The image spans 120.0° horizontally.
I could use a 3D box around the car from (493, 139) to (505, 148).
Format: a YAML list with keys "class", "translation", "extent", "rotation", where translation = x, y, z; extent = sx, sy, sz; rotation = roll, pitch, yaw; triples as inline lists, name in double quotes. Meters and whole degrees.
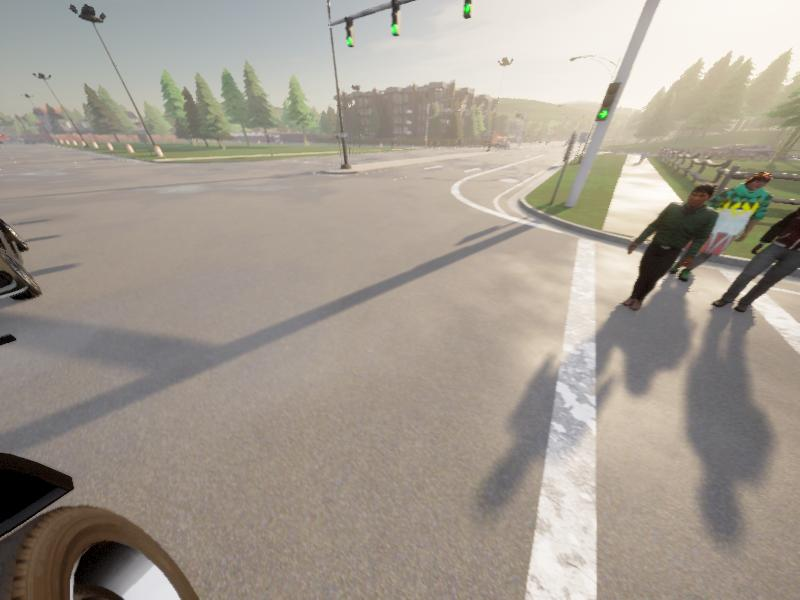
- class: "car"
  translation: [28.304, -44.638, 65.848]
  extent: [1.905, 1.878, 3.866]
  rotation: [22, 41, 28]

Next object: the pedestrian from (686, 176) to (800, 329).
- class: "pedestrian"
  translation: [5.295, -0.624, 3.180]
  extent: [0.751, 1.860, 0.751]
  rotation: [-14, 38, -20]

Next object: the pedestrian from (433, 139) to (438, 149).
- class: "pedestrian"
  translation: [8.601, -38.201, 56.526]
  extent: [0.751, 1.860, 0.751]
  rotation: [24, 41, 29]

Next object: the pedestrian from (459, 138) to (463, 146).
- class: "pedestrian"
  translation: [17.604, -45.578, 66.800]
  extent: [0.751, 1.860, 0.751]
  rotation: [-21, 40, -27]

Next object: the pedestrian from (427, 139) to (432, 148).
- class: "pedestrian"
  translation: [7.330, -38.622, 57.113]
  extent: [0.751, 1.860, 0.751]
  rotation: [25, 42, 30]

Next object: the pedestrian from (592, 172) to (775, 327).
- class: "pedestrian"
  translation: [3.725, -0.673, 3.237]
  extent: [0.751, 1.860, 0.751]
  rotation: [-21, 40, -27]

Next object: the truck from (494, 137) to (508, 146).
- class: "truck"
  translation: [33.660, -52.854, 77.026]
  extent: [2.627, 2.467, 5.204]
  rotation: [22, 41, 28]

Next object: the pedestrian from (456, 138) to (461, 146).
- class: "pedestrian"
  translation: [16.747, -44.947, 65.899]
  extent: [0.751, 1.860, 0.751]
  rotation: [28, 43, 33]

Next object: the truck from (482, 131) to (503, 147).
- class: "truck"
  translation: [28.107, -48.814, 70.071]
  extent: [2.891, 3.827, 8.468]
  rotation: [22, 41, 28]

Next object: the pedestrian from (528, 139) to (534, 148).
- class: "pedestrian"
  translation: [33.894, -40.553, 59.799]
  extent: [0.751, 1.860, 0.751]
  rotation: [24, 41, 29]

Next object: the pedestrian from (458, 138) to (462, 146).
- class: "pedestrian"
  translation: [17.713, -46.729, 68.435]
  extent: [0.751, 1.860, 0.751]
  rotation: [11, 37, 15]

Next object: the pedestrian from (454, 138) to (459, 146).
- class: "pedestrian"
  translation: [16.187, -45.120, 66.140]
  extent: [0.751, 1.860, 0.751]
  rotation: [22, 41, 28]

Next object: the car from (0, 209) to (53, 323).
- class: "car"
  translation: [-8.287, -0.897, 3.707]
  extent: [5.027, 1.651, 2.152]
  rotation: [22, 41, 28]

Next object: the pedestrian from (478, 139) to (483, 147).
- class: "pedestrian"
  translation: [22.645, -43.902, 64.726]
  extent: [0.751, 1.860, 0.751]
  rotation: [22, 41, 28]

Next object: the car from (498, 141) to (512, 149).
- class: "car"
  translation: [27.169, -40.073, 59.681]
  extent: [1.837, 1.490, 4.892]
  rotation: [23, 41, 28]

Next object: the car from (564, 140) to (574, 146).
- class: "car"
  translation: [59.468, -55.165, 81.231]
  extent: [1.930, 1.638, 5.238]
  rotation: [22, 41, 28]

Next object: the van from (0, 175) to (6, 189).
- class: "van"
  translation: [-22.705, -6.914, 11.819]
  extent: [4.442, 1.987, 1.775]
  rotation: [22, 41, 28]

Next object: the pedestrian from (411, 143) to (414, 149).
- class: "pedestrian"
  translation: [2.794, -34.422, 51.513]
  extent: [0.500, 1.100, 0.500]
  rotation: [25, 42, 31]

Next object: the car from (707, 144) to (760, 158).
- class: "car"
  translation: [50.265, -22.573, 34.940]
  extent: [3.988, 1.617, 1.851]
  rotation: [22, 41, 28]

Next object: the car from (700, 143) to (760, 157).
- class: "car"
  translation: [52.614, -24.079, 37.084]
  extent: [5.027, 1.651, 2.152]
  rotation: [22, 41, 28]

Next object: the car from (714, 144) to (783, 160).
- class: "car"
  translation: [48.566, -20.808, 32.407]
  extent: [4.856, 1.649, 2.033]
  rotation: [22, 41, 28]

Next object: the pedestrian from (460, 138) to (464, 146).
- class: "pedestrian"
  translation: [18.089, -46.204, 67.693]
  extent: [0.751, 1.860, 0.751]
  rotation: [15, 38, 20]

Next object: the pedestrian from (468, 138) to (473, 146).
- class: "pedestrian"
  translation: [20.402, -45.591, 66.816]
  extent: [0.751, 1.860, 0.751]
  rotation: [25, 42, 30]

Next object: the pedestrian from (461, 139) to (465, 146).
- class: "pedestrian"
  translation: [18.375, -45.811, 67.137]
  extent: [0.751, 1.860, 0.751]
  rotation: [23, 41, 29]

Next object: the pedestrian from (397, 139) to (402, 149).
- class: "pedestrian"
  translation: [-0.173, -32.308, 47.830]
  extent: [0.751, 1.860, 0.751]
  rotation: [25, 42, 31]

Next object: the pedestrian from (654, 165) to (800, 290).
- class: "pedestrian"
  translation: [5.582, -1.240, 4.051]
  extent: [0.751, 1.860, 0.751]
  rotation: [24, 42, 30]

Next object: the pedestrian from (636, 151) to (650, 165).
- class: "pedestrian"
  translation: [23.553, -13.798, 22.412]
  extent: [0.500, 1.100, 0.500]
  rotation: [25, 42, 31]
